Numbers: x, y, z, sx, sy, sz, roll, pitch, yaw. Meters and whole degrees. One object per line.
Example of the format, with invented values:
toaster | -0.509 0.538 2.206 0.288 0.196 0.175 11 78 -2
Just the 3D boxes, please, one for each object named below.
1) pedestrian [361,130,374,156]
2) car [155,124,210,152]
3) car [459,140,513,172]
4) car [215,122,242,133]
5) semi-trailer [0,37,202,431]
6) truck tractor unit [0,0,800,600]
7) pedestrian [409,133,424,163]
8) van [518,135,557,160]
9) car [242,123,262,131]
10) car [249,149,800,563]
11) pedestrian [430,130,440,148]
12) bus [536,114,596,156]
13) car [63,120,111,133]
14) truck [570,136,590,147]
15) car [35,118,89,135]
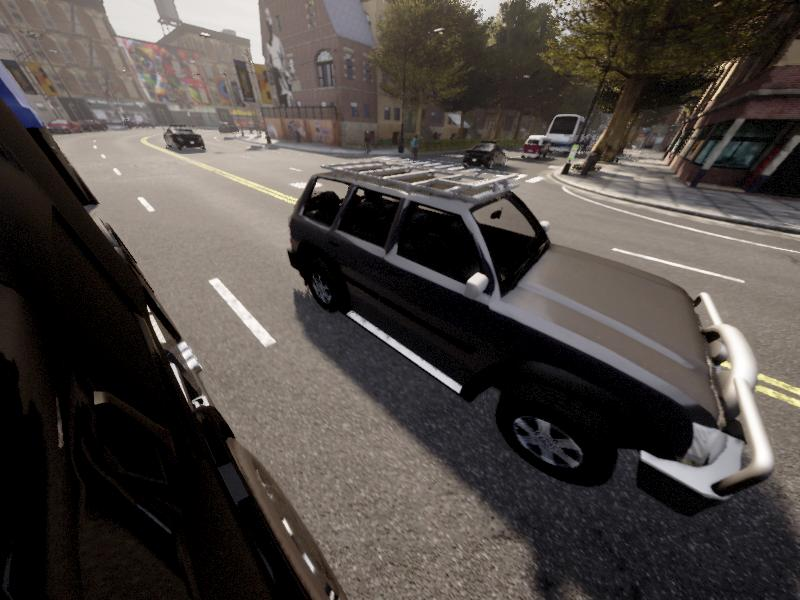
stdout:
pedestrian | -2.823 -13.711 20.212 0.751 1.860 0.751 29 44 31
car | -18.399 -13.755 19.510 5.238 1.638 1.930 29 44 31
car | 6.508 -10.820 17.164 1.930 1.638 5.238 24 42 26
car | -33.773 -34.027 45.618 2.242 1.667 4.611 -3 37 -7
semi-trailer | -8.744 -3.571 4.185 14.254 4.402 2.717 28 43 29
truck tractor unit | -2.645 -0.295 0.351 6.516 4.208 3.053 28 44 30
pedestrian | 1.224 -11.759 17.861 0.751 1.860 0.751 -15 40 -22
van | 14.981 -16.652 25.172 2.069 2.038 4.480 29 45 31
car | -40.235 -47.126 62.958 1.970 1.475 3.806 18 39 19
car | 0.548 -0.435 2.701 4.605 1.855 1.932 29 44 31
pedestrian | 4.520 -20.804 29.911 0.751 1.860 0.751 25 42 27
bus | 23.815 -23.410 32.916 3.944 4.253 10.273 29 44 31
car | -43.721 -24.424 32.451 1.895 1.301 4.718 -10 39 -16
truck | 44.233 -38.986 56.837 2.390 2.098 6.274 29 44 31
car | -41.179 -21.330 28.350 2.002 1.452 4.674 -17 41 -24
